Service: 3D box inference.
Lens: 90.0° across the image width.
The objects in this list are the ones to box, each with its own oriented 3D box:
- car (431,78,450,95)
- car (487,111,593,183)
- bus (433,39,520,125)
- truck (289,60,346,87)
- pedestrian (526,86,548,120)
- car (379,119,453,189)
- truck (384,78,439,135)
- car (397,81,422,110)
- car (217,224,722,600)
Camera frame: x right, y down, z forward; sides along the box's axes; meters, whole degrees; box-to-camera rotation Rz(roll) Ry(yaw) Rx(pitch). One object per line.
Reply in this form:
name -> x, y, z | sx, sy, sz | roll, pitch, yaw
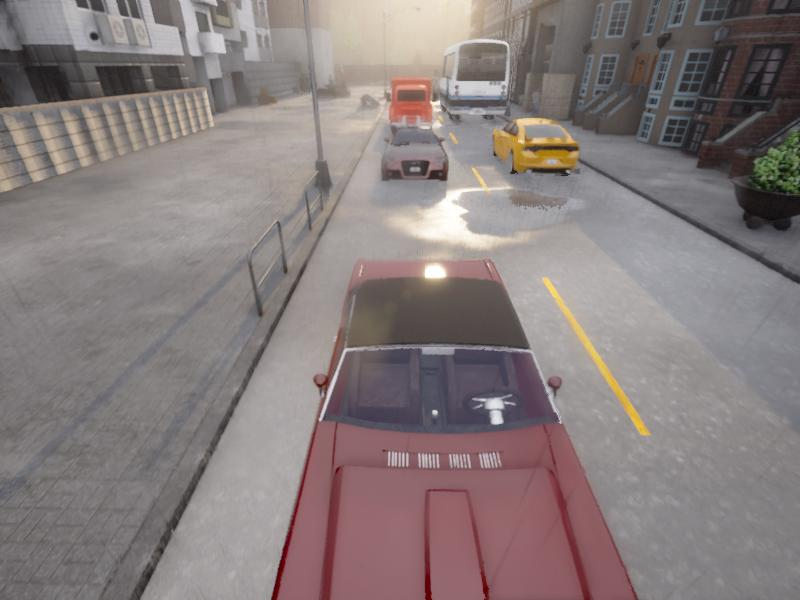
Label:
car -> 4.982, -26.683, 49.985 | 2.033, 1.649, 4.856 | 1, 30, 1
car -> 4.463, -5.406, 13.711 | 1.882, 1.535, 5.008 | 0, 30, 1
bus -> 4.565, -14.815, 27.101 | 3.944, 4.253, 10.273 | 1, 30, 1
truck -> -13.506, -37.587, 66.443 | 8.468, 3.827, 2.891 | 0, 30, 1
pedestrian -> 8.440, -12.178, 24.712 | 0.751, 1.860, 0.751 | -2, 30, -3
car -> 0.456, -4.852, 12.932 | 1.994, 1.385, 4.181 | 0, 30, 1
truck -> 0.606, -10.758, 21.950 | 2.627, 2.467, 5.204 | 0, 30, 1
car -> 0.783, -17.064, 33.287 | 1.905, 1.878, 3.866 | 0, 30, 1
car -> 0.286, 0.789, 3.364 | 1.895, 1.301, 4.718 | 0, 30, 1
